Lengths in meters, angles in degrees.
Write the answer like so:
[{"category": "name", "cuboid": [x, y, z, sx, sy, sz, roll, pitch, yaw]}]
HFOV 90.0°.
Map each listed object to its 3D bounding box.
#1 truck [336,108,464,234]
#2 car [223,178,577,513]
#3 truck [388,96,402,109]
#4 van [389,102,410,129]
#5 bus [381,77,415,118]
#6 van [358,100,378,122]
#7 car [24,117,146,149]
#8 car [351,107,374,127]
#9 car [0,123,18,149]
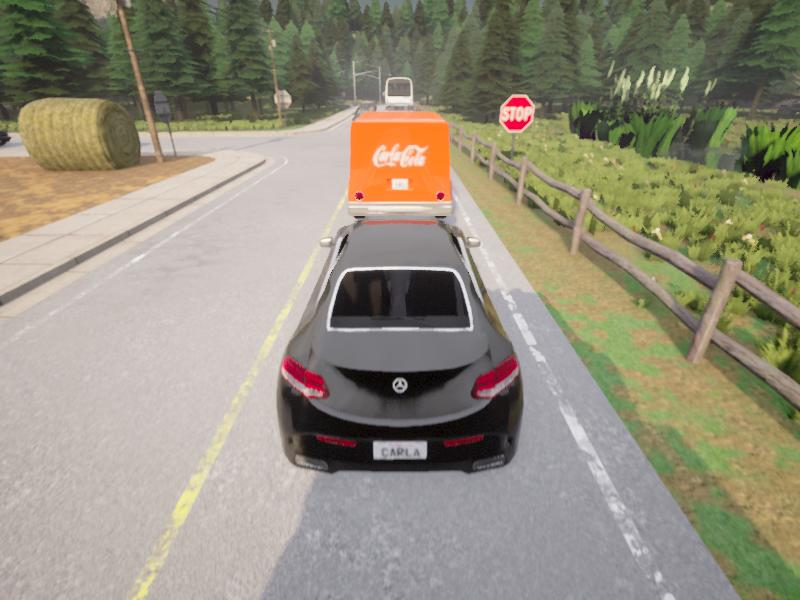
[{"category": "truck", "cuboid": [0.003, -3.833, 11.076, 2.627, 2.467, 5.204, 0, 28, 0]}, {"category": "car", "cuboid": [0.001, -0.195, 5.046, 2.152, 1.651, 5.027, 0, 28, 0]}, {"category": "truck", "cuboid": [-0.935, -36.834, 74.482, 2.390, 2.098, 6.274, -1, 28, -1]}, {"category": "van", "cuboid": [-0.032, -16.658, 36.078, 1.775, 1.987, 4.442, 0, 28, 1]}, {"category": "bus", "cuboid": [-0.334, -25.703, 50.905, 3.944, 4.253, 10.273, -1, 27, -1]}, {"category": "van", "cuboid": [-3.497, -20.817, 44.023, 1.775, 1.987, 4.442, 0, 28, 0]}, {"category": "car", "cuboid": [-18.496, -9.908, 23.733, 5.366, 1.575, 1.801, -1, 28, -2]}, {"category": "car", "cuboid": [-3.493, -17.368, 37.904, 1.789, 1.549, 3.705, 0, 28, 0]}, {"category": "car", "cuboid": [-25.912, -9.611, 23.482, 4.718, 1.301, 1.895, -1, 28, -2]}]
